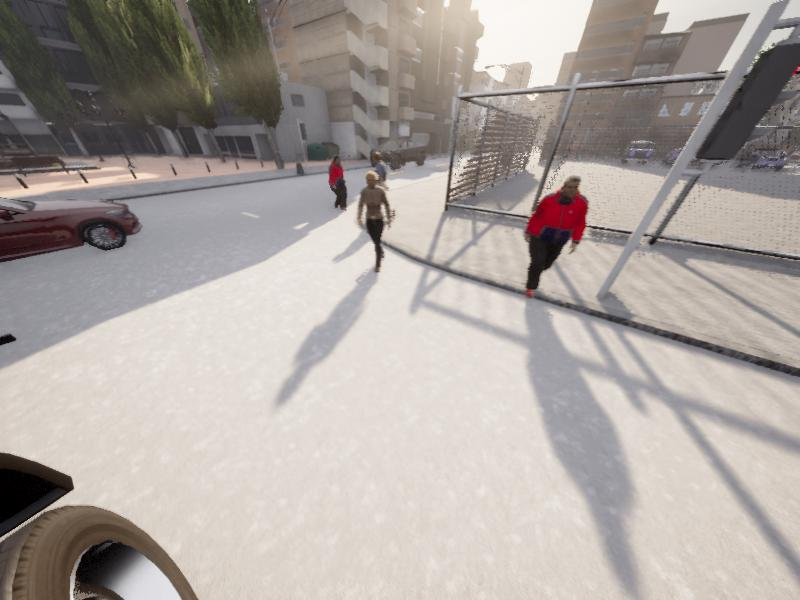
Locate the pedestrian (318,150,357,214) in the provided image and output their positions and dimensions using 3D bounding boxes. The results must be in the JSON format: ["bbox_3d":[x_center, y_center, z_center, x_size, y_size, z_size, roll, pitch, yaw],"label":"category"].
[{"bbox_3d":[-2.119,-4.089,8.028,0.751,1.860,0.751,28,43,33],"label":"pedestrian"}]

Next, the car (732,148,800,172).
[{"bbox_3d":[31.701,-12.249,20.111,1.845,1.501,3.633,22,40,27],"label":"car"}]

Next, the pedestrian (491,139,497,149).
[{"bbox_3d":[21.685,-36.099,53.438,0.751,1.860,0.751,21,40,26],"label":"pedestrian"}]

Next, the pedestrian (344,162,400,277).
[{"bbox_3d":[-0.434,-1.459,4.313,0.751,1.860,0.751,5,36,7],"label":"pedestrian"}]

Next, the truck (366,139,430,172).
[{"bbox_3d":[0.038,-12.934,20.421,2.390,2.098,6.274,21,40,27],"label":"truck"}]

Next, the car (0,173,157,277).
[{"bbox_3d":[-8.453,-1.353,4.495,1.812,1.442,4.674,22,40,27],"label":"car"}]

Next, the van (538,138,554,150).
[{"bbox_3d":[39.032,-41.716,61.664,2.351,2.431,6.366,22,40,27],"label":"van"}]

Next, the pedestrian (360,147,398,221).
[{"bbox_3d":[-0.584,-3.502,7.015,0.751,1.860,0.751,18,39,23],"label":"pedestrian"}]

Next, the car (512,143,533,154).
[{"bbox_3d":[21.860,-26.969,41.126,2.033,1.411,5.357,22,40,27],"label":"car"}]

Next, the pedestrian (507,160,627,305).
[{"bbox_3d":[2.248,-0.967,3.447,0.751,1.860,0.751,13,37,17],"label":"pedestrian"}]

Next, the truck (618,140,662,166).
[{"bbox_3d":[24.417,-15.165,23.743,2.069,2.038,4.478,22,40,27],"label":"truck"}]

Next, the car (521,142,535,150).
[{"bbox_3d":[34.390,-41.456,62.205,2.152,1.651,5.027,22,40,27],"label":"car"}]

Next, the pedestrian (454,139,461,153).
[{"bbox_3d":[9.285,-24.864,37.400,0.751,1.860,0.751,18,39,23],"label":"pedestrian"}]

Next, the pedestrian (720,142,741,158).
[{"bbox_3d":[45.731,-20.815,31.994,0.751,1.860,0.751,22,41,27],"label":"pedestrian"}]

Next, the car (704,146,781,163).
[{"bbox_3d":[41.832,-17.975,28.474,4.892,1.490,1.837,21,40,27],"label":"car"}]

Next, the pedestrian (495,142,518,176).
[{"bbox_3d":[7.153,-9.487,15.569,0.751,1.860,0.751,24,42,30],"label":"pedestrian"}]

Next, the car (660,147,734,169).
[{"bbox_3d":[27.697,-13.444,21.750,3.705,1.547,1.789,22,40,27],"label":"car"}]

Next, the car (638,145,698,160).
[{"bbox_3d":[36.341,-20.196,31.557,4.902,1.511,2.128,21,40,26],"label":"car"}]

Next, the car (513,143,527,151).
[{"bbox_3d":[28.601,-36.592,55.210,1.970,1.475,3.806,22,40,27],"label":"car"}]

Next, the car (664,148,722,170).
[{"bbox_3d":[27.599,-13.535,22.003,2.033,1.415,5.357,22,40,27],"label":"car"}]
